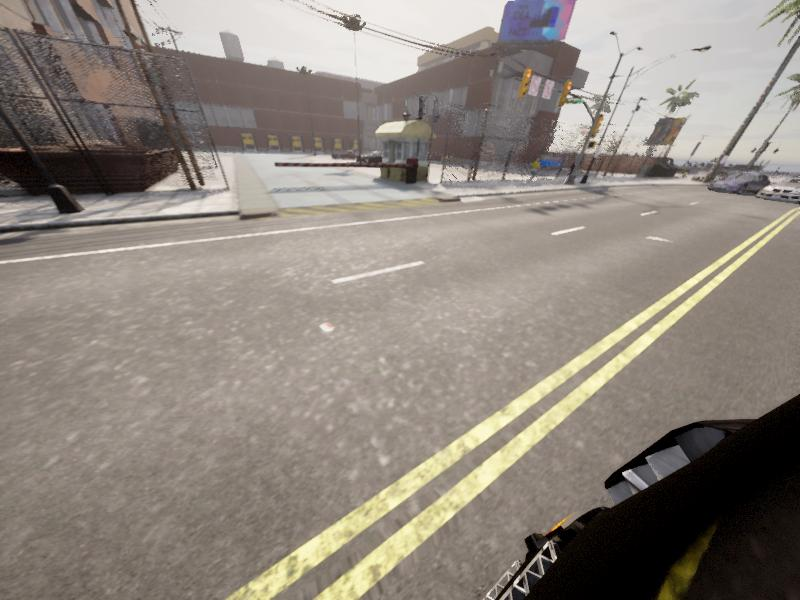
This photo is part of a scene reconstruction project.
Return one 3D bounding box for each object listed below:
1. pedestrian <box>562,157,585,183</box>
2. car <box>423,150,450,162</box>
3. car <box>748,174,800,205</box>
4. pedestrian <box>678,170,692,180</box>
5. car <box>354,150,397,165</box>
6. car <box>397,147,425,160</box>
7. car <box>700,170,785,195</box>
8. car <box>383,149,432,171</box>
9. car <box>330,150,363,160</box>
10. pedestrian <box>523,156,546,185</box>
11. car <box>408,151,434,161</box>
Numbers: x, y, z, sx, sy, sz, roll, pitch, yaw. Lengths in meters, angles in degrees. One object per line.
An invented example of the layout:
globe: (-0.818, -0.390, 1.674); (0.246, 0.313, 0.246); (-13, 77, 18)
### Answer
pedestrian: (15.029, -11.266, 20.062); (0.751, 1.860, 0.751); (-18, 39, -28)
car: (6.832, -27.056, 43.406); (4.553, 1.767, 2.185); (-16, 38, -27)
car: (29.081, -8.120, 16.891); (4.611, 1.667, 2.242); (-9, 35, -17)
pedestrian: (35.558, -15.598, 28.838); (0.500, 1.100, 0.500); (-6, 35, -13)
car: (-3.147, -18.381, 29.813); (5.008, 1.535, 2.097); (-16, 38, -27)
car: (2.323, -31.258, 49.341); (5.566, 2.045, 2.435); (-16, 38, -27)
car: (29.667, -10.195, 20.096); (4.856, 1.649, 2.033); (-6, 35, -14)
car: (0.765, -14.741, 24.407); (4.553, 1.767, 2.185); (-16, 38, -27)
car: (-8.641, -23.365, 37.249); (4.718, 1.301, 1.895); (-16, 38, -27)
pedestrian: (10.236, -9.892, 17.627); (0.751, 1.860, 0.751); (-18, 39, -28)
car: (4.259, -29.357, 47.115); (4.786, 1.482, 2.161); (-16, 38, -27)
